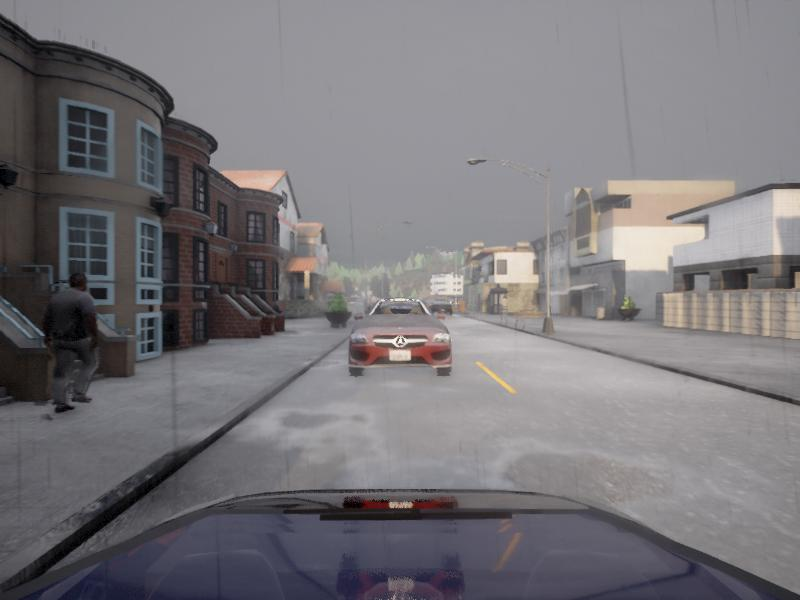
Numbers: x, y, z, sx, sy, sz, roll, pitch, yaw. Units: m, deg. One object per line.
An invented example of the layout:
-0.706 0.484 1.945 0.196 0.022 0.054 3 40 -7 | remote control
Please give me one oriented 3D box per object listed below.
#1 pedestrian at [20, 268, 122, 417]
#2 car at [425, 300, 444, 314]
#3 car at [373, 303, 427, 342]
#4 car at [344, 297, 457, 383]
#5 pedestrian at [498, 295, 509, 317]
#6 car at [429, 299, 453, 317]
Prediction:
-4.367 0.528 5.368 0.751 1.860 0.751 0 0 0 | pedestrian
4.018 0.760 47.107 1.801 1.575 5.366 0 0 0 | car
0.005 0.879 17.931 2.033 1.411 5.357 0 0 0 | car
0.003 0.772 10.167 2.152 1.651 5.027 0 0 0 | car
9.104 0.502 35.086 0.751 1.860 0.751 0 0 -1 | pedestrian
4.016 0.736 39.858 1.930 1.638 5.238 0 0 0 | car
